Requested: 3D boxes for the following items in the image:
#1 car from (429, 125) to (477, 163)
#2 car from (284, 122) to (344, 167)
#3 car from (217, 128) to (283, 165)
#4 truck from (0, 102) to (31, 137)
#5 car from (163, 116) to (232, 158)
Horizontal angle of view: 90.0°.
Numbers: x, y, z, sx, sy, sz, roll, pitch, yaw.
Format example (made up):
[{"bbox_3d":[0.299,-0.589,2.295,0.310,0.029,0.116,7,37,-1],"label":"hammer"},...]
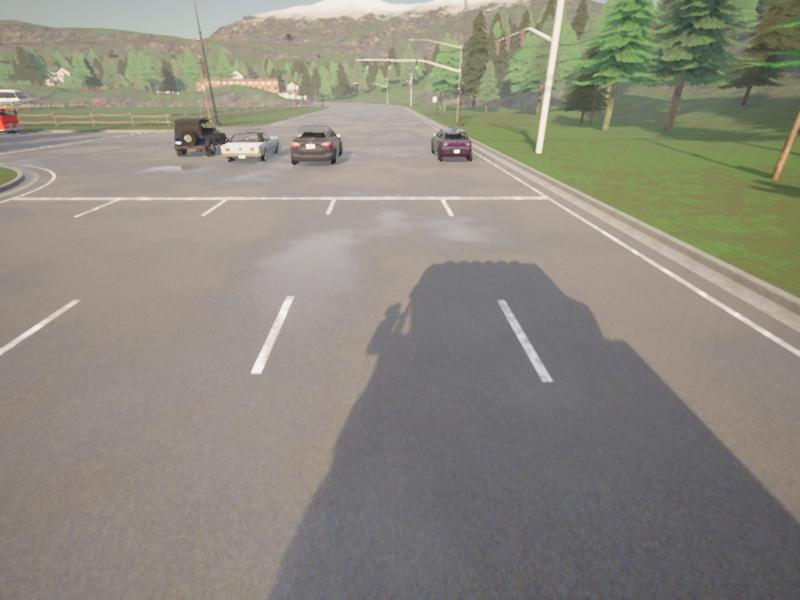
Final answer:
[{"bbox_3d":[2.719,-8.469,21.507,1.816,1.474,4.193,-1,27,-2],"label":"car"},{"bbox_3d":[-4.249,-8.124,20.631,2.242,1.667,4.611,-1,27,-2],"label":"car"},{"bbox_3d":[-7.776,-8.244,21.282,1.895,1.301,4.718,-1,27,-2],"label":"car"},{"bbox_3d":[-35.011,-15.077,33.336,5.204,2.467,2.627,-1,27,-3],"label":"truck"},{"bbox_3d":[-11.353,-9.343,22.776,1.905,1.878,3.866,-1,27,-2],"label":"car"}]
